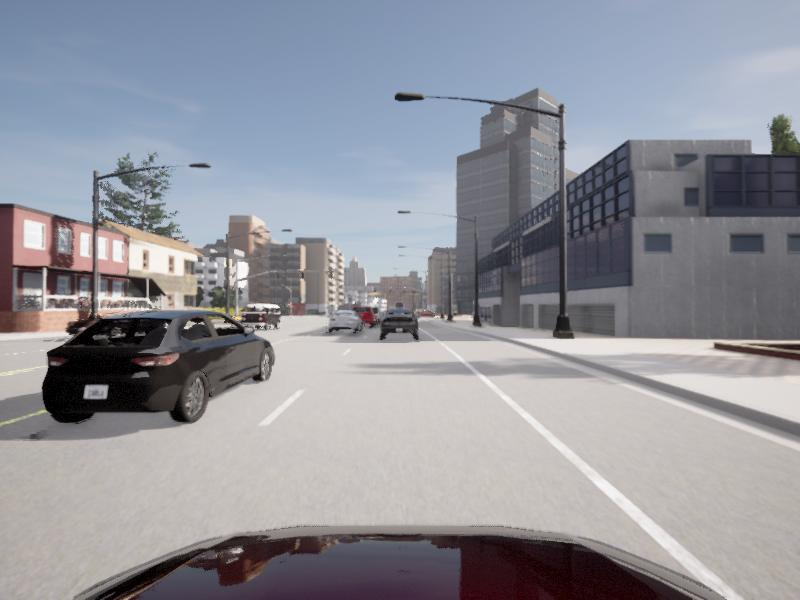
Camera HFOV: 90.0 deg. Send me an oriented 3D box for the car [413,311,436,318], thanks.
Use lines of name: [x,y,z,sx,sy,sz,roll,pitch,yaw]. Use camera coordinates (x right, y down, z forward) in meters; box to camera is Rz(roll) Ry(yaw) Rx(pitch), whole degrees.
car: [4.810,2.827,79.527,4.181,1.385,1.994,0,-1,-7]

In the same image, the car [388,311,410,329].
car: [-0.059,1.814,36.973,1.882,1.535,5.008,0,-3,0]

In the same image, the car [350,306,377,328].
car: [-3.570,1.658,39.656,2.150,2.045,5.566,0,-2,0]

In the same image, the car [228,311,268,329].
car: [-14.052,1.829,37.326,1.882,1.535,5.008,0,-3,0]

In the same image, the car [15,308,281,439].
car: [-3.523,0.890,6.711,1.816,1.474,4.193,0,-1,0]

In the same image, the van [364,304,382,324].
van: [-3.594,1.801,53.886,1.988,2.561,5.915,0,-1,0]

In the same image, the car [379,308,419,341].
car: [-0.033,1.179,20.626,1.837,1.490,4.892,0,-2,0]

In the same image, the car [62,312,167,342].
car: [-14.022,1.262,20.075,1.895,1.301,4.718,0,-2,0]

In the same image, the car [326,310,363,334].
car: [-3.540,1.419,26.454,1.812,1.442,4.674,0,-2,0]

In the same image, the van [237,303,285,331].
van: [-10.541,1.305,30.709,2.069,2.038,4.480,0,-3,0]
